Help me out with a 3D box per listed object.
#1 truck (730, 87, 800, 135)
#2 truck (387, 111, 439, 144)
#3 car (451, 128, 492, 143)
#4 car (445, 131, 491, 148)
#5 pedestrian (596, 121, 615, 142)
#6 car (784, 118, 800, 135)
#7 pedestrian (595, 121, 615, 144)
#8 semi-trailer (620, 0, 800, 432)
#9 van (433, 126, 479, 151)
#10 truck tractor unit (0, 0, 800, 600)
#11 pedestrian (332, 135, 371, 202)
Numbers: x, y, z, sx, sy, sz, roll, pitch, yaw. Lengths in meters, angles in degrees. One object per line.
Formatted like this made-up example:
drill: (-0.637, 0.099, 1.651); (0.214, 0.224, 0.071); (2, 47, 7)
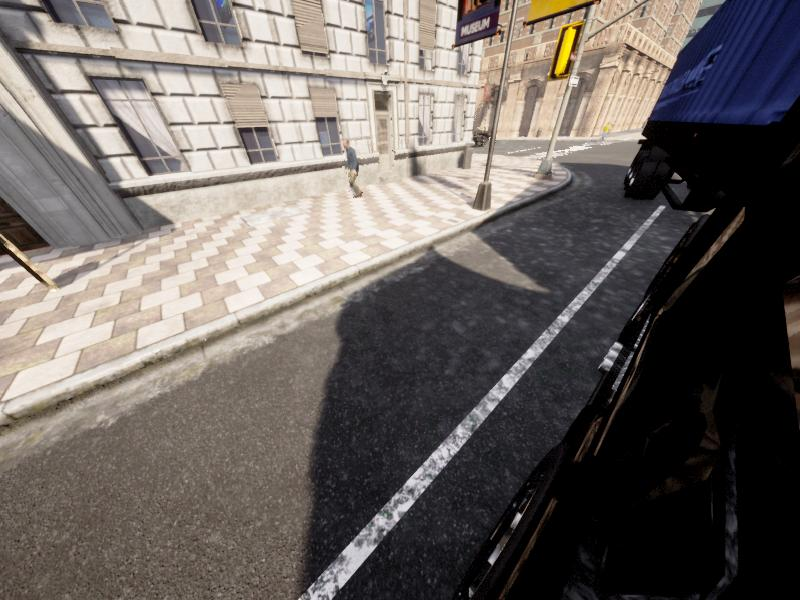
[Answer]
truck: (41.743, -21.453, 26.478); (8.468, 3.827, 2.891); (-29, 44, -30)
truck: (1.880, -27.055, 36.473); (2.891, 3.827, 8.468); (-28, 44, -30)
car: (10.216, -23.841, 33.477); (1.930, 1.638, 5.238); (-29, 44, -30)
car: (7.866, -18.936, 27.196); (1.837, 1.490, 4.892); (-29, 44, -30)
pedestrian: (22.044, -18.057, 24.782); (0.751, 1.860, 0.751); (-26, 43, -28)
car: (43.619, -18.670, 24.754); (4.718, 1.301, 1.895); (-29, 44, -30)
pedestrian: (20.610, -16.828, 23.231); (0.751, 1.860, 0.751); (-31, 45, -33)
semi-trailer: (7.689, -4.149, 5.011); (2.717, 4.402, 14.254); (23, 44, 30)
van: (5.824, -17.274, 24.694); (1.775, 1.987, 4.442); (-29, 44, -30)
truck tractor unit: (2.645, -0.295, 0.351); (6.516, 4.208, 3.053); (-28, 44, -30)
pedestrian: (-1.595, -4.417, 7.796); (0.751, 1.860, 0.751); (-26, 42, -28)
